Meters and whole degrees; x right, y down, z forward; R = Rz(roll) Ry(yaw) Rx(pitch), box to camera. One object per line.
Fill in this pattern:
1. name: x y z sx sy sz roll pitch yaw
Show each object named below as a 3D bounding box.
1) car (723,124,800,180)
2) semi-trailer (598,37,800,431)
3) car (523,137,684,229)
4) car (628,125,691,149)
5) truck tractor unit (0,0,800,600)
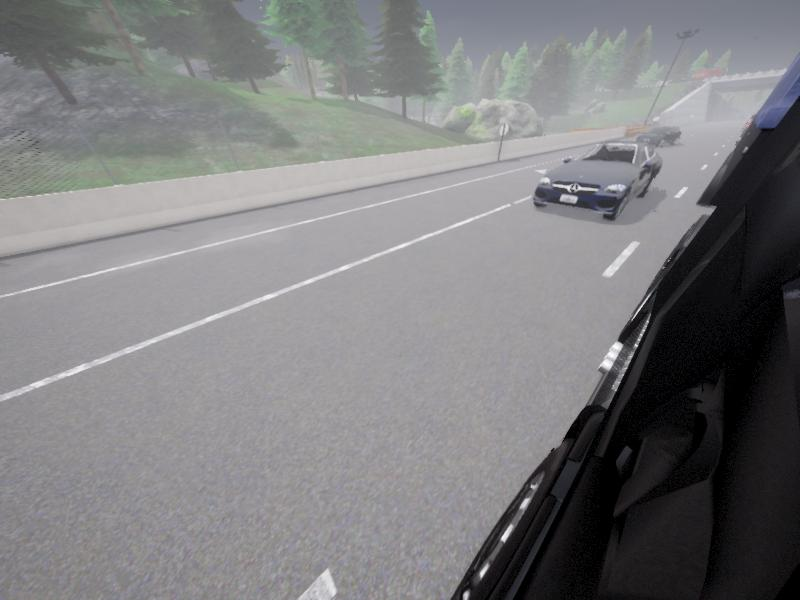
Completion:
1. car: 16.746 -6.717 10.286 4.856 1.649 2.033 -28 43 -30
2. semi-trailer: 8.698 -3.592 4.247 14.254 4.402 2.717 -28 43 -30
3. car: 6.390 -3.936 7.218 5.027 1.651 2.152 -28 43 -30
4. car: 23.098 -14.581 20.595 4.892 1.490 1.837 -20 40 -22
5. truck tractor unit: 2.645 -0.295 0.351 6.516 4.208 3.053 -28 44 -30
